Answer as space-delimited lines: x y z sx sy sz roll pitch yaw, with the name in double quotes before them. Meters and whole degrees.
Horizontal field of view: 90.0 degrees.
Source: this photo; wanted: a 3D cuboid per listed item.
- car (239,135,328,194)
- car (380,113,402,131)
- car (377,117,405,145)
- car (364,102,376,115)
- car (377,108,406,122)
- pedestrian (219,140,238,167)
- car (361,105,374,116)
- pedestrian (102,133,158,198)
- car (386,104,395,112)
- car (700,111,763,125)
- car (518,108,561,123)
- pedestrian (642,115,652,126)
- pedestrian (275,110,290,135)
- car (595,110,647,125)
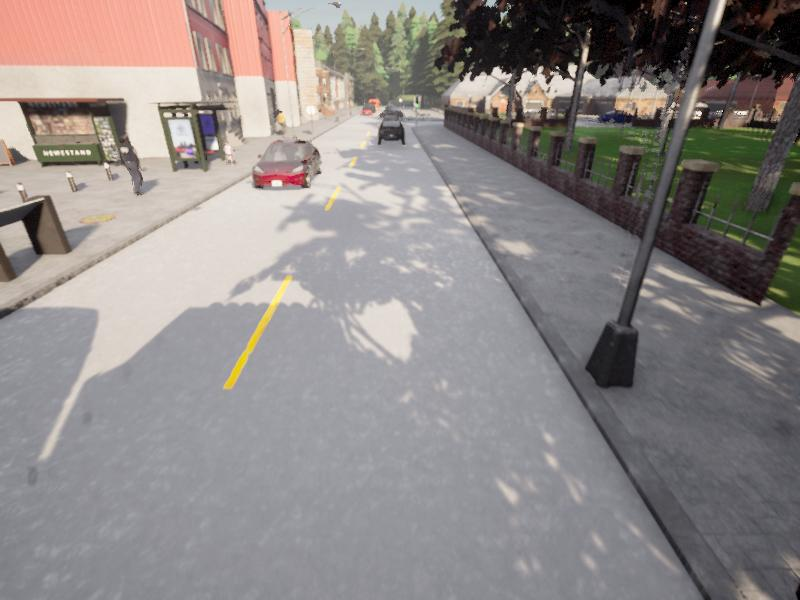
"car" -4.292 -5.452 15.714 2.163 1.488 4.792 -1 27 -1
"car" -0.926 -18.470 41.306 2.033 1.411 5.357 0 27 -1
"car" -0.634 -12.474 29.408 1.882 1.535 5.008 0 27 -1
"car" -5.818 -37.311 77.951 2.150 2.045 5.566 0 27 -1
"car" -1.197 -25.578 55.112 1.837 1.490 4.892 -17 31 -24
"pedestrian" -7.851 -6.740 18.362 0.500 1.100 0.500 -3 27 -5
"car" -5.601 -32.658 68.924 2.007 1.525 4.514 -1 27 -1
"pedestrian" -8.497 -4.259 12.667 0.751 1.860 0.751 2 27 3
"car" -1.950 -40.242 83.817 1.837 1.490 4.892 0 27 -1
"car" 39.996 -22.066 48.468 5.357 1.411 2.033 4 27 8
"car" 17.978 -23.994 51.872 4.611 1.667 2.242 0 27 0
"pedestrian" 27.162 -19.748 43.934 0.500 1.100 0.500 0 27 -1
"pedestrian" -9.673 -14.627 32.960 0.751 1.860 0.751 0 27 0
"car" 26.743 -22.207 48.545 5.008 1.535 1.882 -1 27 -1
